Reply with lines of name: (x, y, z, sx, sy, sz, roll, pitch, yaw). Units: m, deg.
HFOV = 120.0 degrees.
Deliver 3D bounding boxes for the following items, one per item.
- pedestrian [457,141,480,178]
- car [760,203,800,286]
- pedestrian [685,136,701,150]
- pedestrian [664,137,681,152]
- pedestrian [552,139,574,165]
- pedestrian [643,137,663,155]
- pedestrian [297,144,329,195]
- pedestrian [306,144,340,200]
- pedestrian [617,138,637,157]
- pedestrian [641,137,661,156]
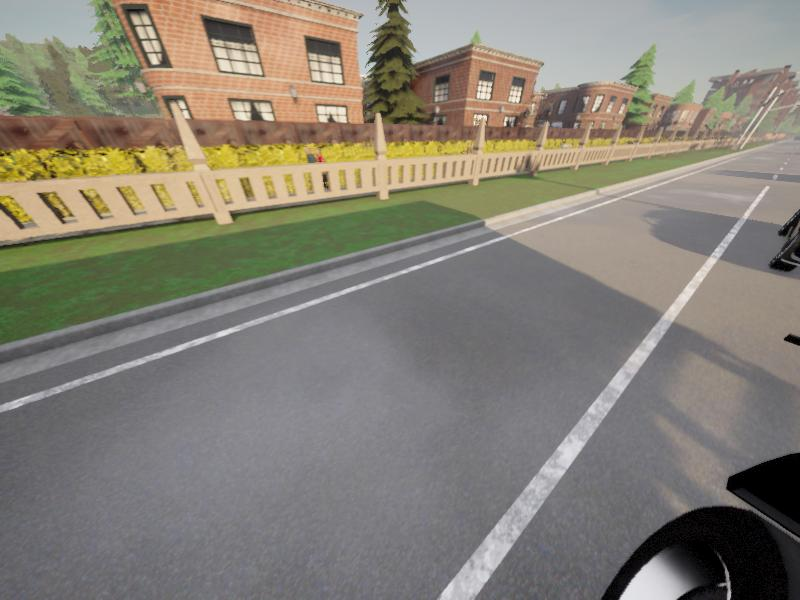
pedestrian: (4.162, -8.605, 14.128, 0.751, 1.860, 0.751, -23, 41, -28)
car: (9.717, -1.472, 4.483, 5.027, 1.651, 2.152, -22, 41, -28)
pedestrian: (48.608, -26.027, 38.368, 0.751, 1.860, 0.751, -22, 40, -27)
pedestrian: (41.469, -23.725, 35.180, 0.751, 1.860, 0.751, -22, 41, -28)
pedestrian: (14.039, -12.798, 19.968, 0.751, 1.860, 0.751, -23, 41, -28)
pedestrian: (32.542, -19.826, 29.746, 0.751, 1.860, 0.751, -16, 38, -21)
pedestrian: (-3.749, -5.688, 10.076, 0.751, 1.860, 0.751, -22, 41, -28)
pedestrian: (-3.085, -5.154, 9.313, 0.751, 1.860, 0.751, -22, 41, -28)
pedestrian: (26.151, -17.576, 26.624, 0.751, 1.860, 0.751, -20, 40, -25)
pedestrian: (30.795, -18.826, 28.347, 0.751, 1.860, 0.751, -21, 40, -26)
